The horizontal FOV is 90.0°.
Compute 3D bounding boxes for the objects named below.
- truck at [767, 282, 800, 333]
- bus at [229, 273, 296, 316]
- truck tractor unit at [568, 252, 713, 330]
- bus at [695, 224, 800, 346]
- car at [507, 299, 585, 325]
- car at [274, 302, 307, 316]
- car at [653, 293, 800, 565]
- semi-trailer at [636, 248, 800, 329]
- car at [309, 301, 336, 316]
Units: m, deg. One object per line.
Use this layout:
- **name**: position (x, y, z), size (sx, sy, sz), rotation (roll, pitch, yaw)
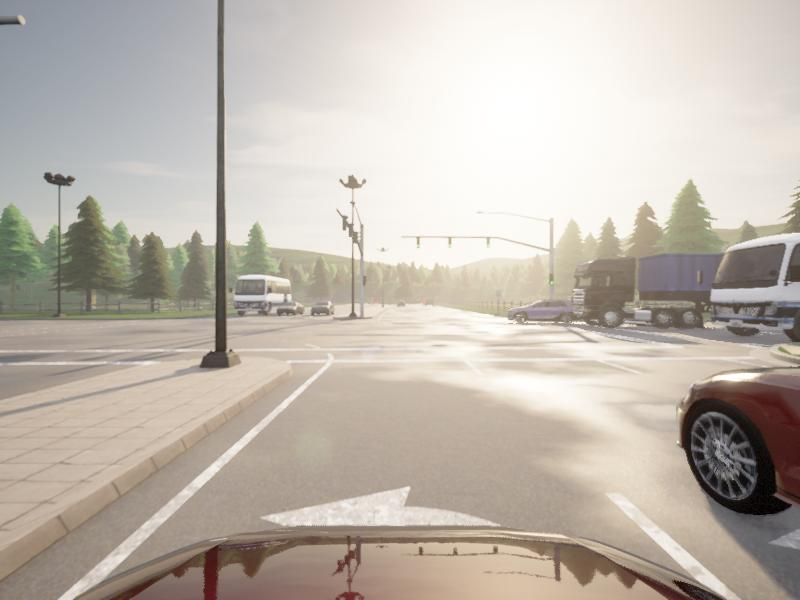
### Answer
- **truck**: position (21.690, 0.363, 19.496), size (5.204, 2.467, 2.627), rotation (0, 0, 1)
- **bus**: position (-14.959, -0.516, 44.798), size (3.944, 4.253, 10.273), rotation (0, 0, 0)
- **truck tractor unit**: position (13.695, -0.514, 23.302), size (6.516, 4.208, 3.053), rotation (0, 0, 4)
- **bus**: position (18.349, -0.529, 15.895), size (10.273, 4.253, 3.944), rotation (0, 0, 0)
- **car**: position (9.914, 0.789, 27.544), size (4.856, 1.649, 2.033), rotation (0, 2, 18)
- **car**: position (-11.577, 0.912, 42.728), size (2.033, 1.411, 5.357), rotation (0, 0, 0)
- **car**: position (3.499, 0.782, 1.316), size (2.152, 1.651, 5.027), rotation (0, 0, 0)
- **semi-trailer**: position (21.601, -0.609, 23.030), size (14.254, 4.402, 2.717), rotation (0, 0, 1)
- **car**: position (-8.075, 0.861, 42.052), size (1.837, 1.490, 4.892), rotation (0, 0, 0)
